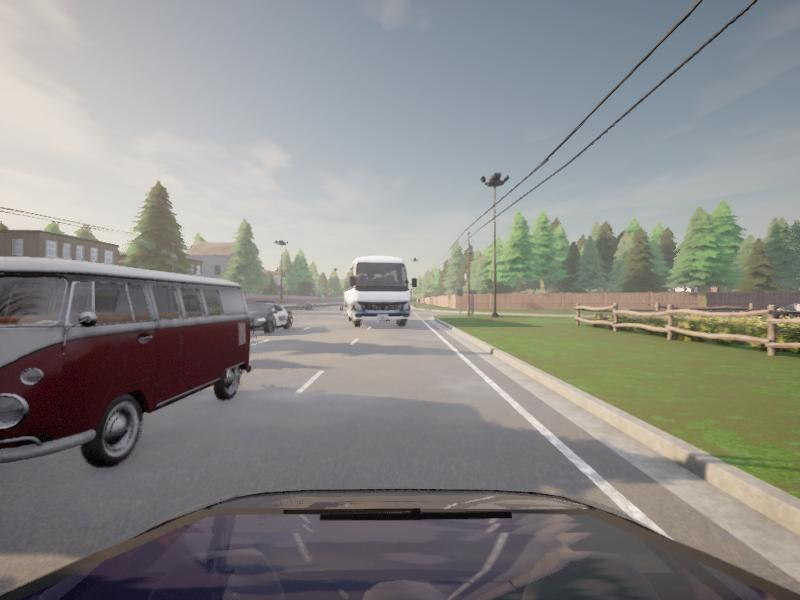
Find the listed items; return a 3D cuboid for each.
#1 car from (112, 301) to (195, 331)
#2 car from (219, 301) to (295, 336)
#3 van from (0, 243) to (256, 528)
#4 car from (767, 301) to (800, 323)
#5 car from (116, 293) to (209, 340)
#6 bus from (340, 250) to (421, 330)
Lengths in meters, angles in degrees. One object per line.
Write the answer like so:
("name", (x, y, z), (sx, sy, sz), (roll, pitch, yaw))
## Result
("car", (-13.997, 0.837, 23.077), (2.007, 1.525, 4.514), (0, 0, 0))
("car", (-6.997, 0.834, 20.249), (2.038, 1.542, 4.974), (0, 0, 0))
("van", (-3.499, 0.602, 5.009), (1.775, 1.987, 4.442), (0, 0, 0))
("car", (29.227, 0.840, 27.900), (4.974, 1.542, 2.038), (0, 0, 26))
("car", (-10.499, 0.653, 18.043), (1.905, 1.878, 3.866), (0, 0, 0))
("bus", (-1.776, -0.523, 26.854), (3.944, 4.253, 10.273), (0, 0, -11))
